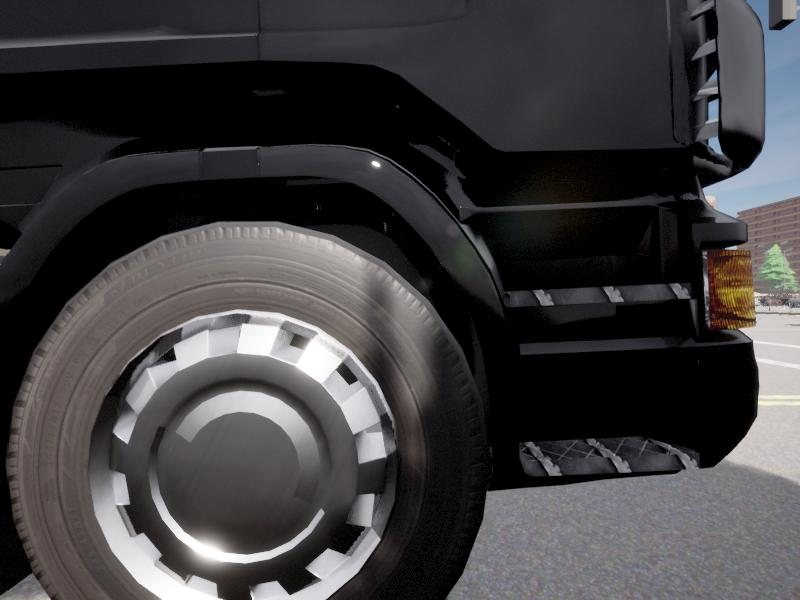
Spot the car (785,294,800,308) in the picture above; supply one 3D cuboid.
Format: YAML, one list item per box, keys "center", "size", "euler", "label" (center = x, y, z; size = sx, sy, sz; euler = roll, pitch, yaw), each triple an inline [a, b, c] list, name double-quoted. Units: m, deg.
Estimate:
- center: [42.382, 0.139, 41.054]
  size: [1.970, 1.475, 3.806]
  euler: [0, 0, 0]
  label: "car"

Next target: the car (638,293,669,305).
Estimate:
- center: [39.656, -0.103, 62.608]
  size: [1.932, 1.855, 4.605]
  euler: [0, 0, 0]
  label: "car"

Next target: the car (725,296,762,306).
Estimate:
- center: [48.166, 0.139, 56.150]
  size: [1.970, 1.475, 3.806]
  euler: [0, 0, 0]
  label: "car"

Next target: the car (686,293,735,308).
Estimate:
- center: [36.762, 0.067, 47.496]
  size: [2.242, 1.667, 4.611]
  euler: [0, 0, 0]
  label: "car"

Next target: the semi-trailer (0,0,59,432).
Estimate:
- center: [-10.157, -1.218, 2.192]
  size: [14.254, 4.402, 2.717]
  euler: [0, 0, 0]
  label: "semi-trailer"

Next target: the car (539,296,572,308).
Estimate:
- center: [19.150, 0.251, 49.516]
  size: [2.163, 1.488, 4.792]
  euler: [0, 0, 0]
  label: "car"

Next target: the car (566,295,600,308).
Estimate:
- center: [22.651, 0.223, 49.711]
  size: [1.882, 1.535, 5.008]
  euler: [0, 0, 0]
  label: "car"

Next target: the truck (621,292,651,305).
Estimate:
- center: [36.761, -0.198, 62.541]
  size: [2.069, 2.038, 4.478]
  euler: [0, 0, 0]
  label: "truck"

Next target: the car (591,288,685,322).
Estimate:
- center: [12.204, 0.226, 20.996]
  size: [2.038, 1.542, 4.974]
  euler: [0, 0, 1]
  label: "car"

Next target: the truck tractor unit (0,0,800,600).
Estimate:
- center: [-2.245, -1.115, 2.198]
  size: [6.516, 4.208, 3.053]
  euler: [0, 0, 0]
  label: "truck tractor unit"

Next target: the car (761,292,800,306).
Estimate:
- center: [53.744, -0.103, 56.194]
  size: [1.932, 1.855, 4.605]
  euler: [0, 0, 0]
  label: "car"

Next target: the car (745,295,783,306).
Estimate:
- center: [51.061, 0.107, 56.146]
  size: [1.784, 1.438, 3.905]
  euler: [0, 0, 0]
  label: "car"
